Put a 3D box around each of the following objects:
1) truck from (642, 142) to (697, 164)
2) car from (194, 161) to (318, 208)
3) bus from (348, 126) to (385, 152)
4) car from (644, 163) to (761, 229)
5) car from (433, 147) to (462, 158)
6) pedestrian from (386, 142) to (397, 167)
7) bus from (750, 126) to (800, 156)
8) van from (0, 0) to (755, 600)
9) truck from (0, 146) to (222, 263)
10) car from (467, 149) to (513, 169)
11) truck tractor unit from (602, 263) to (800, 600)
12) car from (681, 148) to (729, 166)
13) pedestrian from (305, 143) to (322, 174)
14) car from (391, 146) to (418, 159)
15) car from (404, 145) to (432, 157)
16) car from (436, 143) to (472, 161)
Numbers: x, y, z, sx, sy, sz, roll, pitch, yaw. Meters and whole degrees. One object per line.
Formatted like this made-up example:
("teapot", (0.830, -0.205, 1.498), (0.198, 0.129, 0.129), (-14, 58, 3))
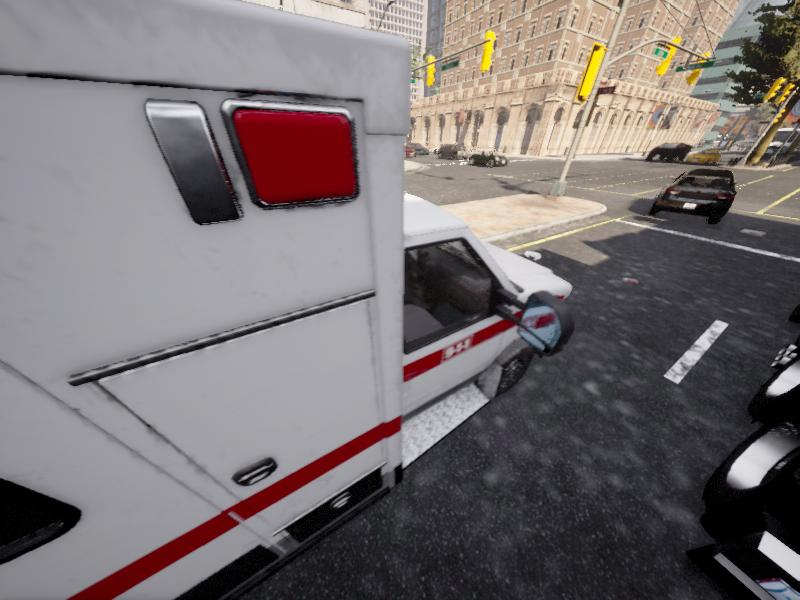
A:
("truck", (34.476, -18.885, 29.545), (6.274, 2.098, 2.390), (-18, 39, -24))
("car", (-6.210, -5.323, 10.391), (4.181, 1.385, 1.994), (-18, 39, -24))
("bus", (-7.533, -35.544, 51.274), (3.944, 4.253, 10.273), (-18, 37, -24))
("car", (11.007, -4.069, 8.635), (4.193, 1.474, 1.816), (-29, 44, -35))
("car", (7.409, -23.439, 36.573), (1.895, 1.301, 4.718), (-18, 39, -25))
("pedestrian", (-0.783, -13.509, 21.449), (0.751, 1.860, 0.751), (29, 44, 34))
("bus", (71.652, -29.555, 43.298), (10.273, 4.253, 3.944), (-17, 38, -25))
("van", (-1.426, 0.275, 1.466), (6.366, 2.431, 2.351), (-18, 39, -24))
("truck", (-8.628, -2.519, 5.712), (6.274, 2.098, 2.390), (-18, 39, -24))
("car", (8.872, -14.165, 23.111), (1.970, 1.475, 3.806), (-18, 39, -25))
("truck tractor unit", (5.106, -0.306, 0.783), (6.516, 4.208, 3.053), (-18, 39, -24))
("car", (35.413, -16.661, 26.814), (5.366, 1.575, 1.801), (-18, 39, -24))
("pedestrian", (-6.259, -10.241, 16.714), (0.751, 1.860, 0.751), (-11, 36, -15))
("car", (0.620, -22.243, 34.673), (1.812, 1.442, 4.674), (-18, 39, -25))
("car", (2.812, -24.087, 37.258), (2.038, 1.542, 4.974), (-18, 39, -25))
("car", (7.113, -20.009, 31.142), (1.932, 1.855, 4.605), (-18, 38, -25))
